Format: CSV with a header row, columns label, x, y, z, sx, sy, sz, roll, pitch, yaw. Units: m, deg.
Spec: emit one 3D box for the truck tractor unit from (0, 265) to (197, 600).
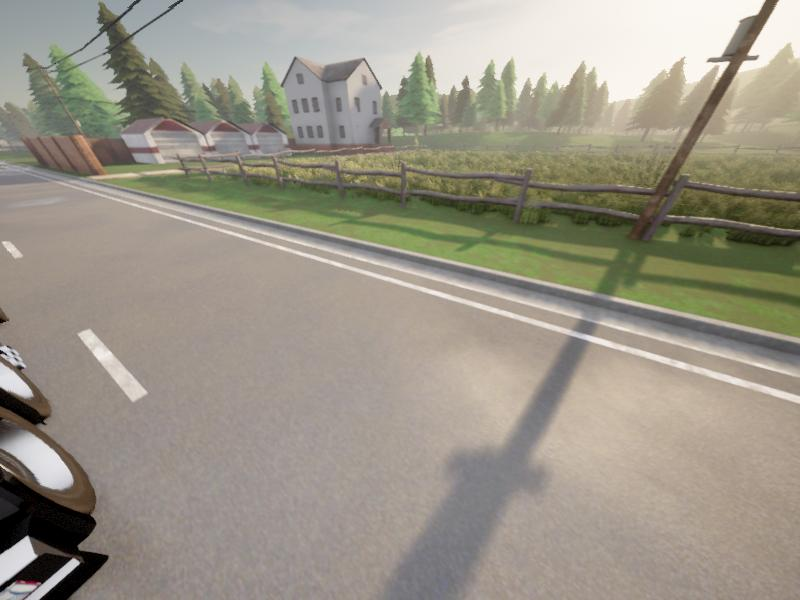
label,x,y,z,sx,sy,sz,roll,pitch,yaw
truck tractor unit,-5.112,-0.300,0.775,6.516,4.208,3.053,18,39,24
